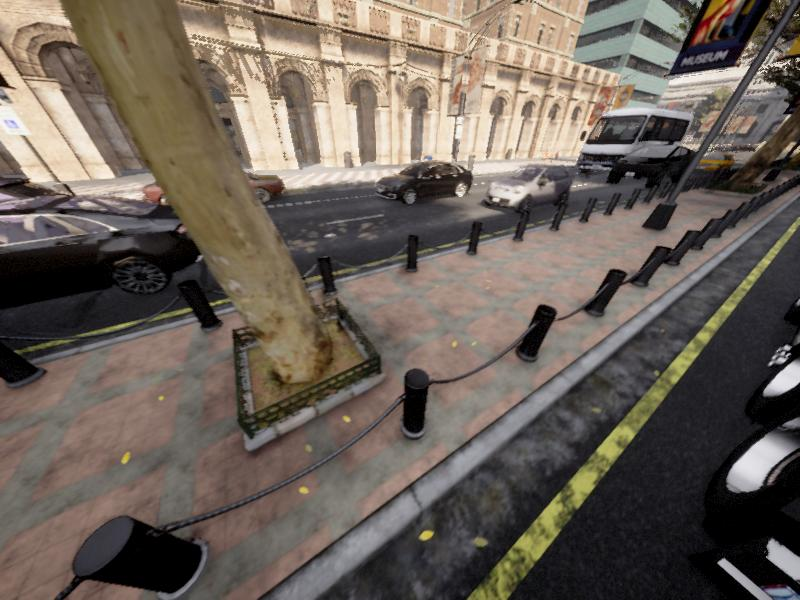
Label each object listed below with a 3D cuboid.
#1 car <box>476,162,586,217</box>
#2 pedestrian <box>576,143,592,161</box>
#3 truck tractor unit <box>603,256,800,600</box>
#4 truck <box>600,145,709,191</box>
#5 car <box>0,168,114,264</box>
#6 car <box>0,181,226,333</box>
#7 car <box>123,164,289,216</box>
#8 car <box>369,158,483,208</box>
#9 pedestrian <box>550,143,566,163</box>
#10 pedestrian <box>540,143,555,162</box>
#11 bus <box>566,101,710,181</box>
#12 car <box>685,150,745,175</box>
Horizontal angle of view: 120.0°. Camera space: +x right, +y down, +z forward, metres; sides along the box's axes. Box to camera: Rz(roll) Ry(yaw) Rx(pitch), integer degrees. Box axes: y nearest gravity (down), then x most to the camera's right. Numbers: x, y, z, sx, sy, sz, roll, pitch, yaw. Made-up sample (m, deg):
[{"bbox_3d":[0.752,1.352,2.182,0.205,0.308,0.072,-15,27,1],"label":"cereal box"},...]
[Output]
[{"bbox_3d":[5.172,-4.550,9.268,3.633,1.501,1.845,-19,39,-25],"label":"car"},{"bbox_3d":[22.941,-18.425,28.792,0.751,1.860,0.751,-23,41,-29],"label":"pedestrian"},{"bbox_3d":[5.098,-0.312,0.804,6.516,4.208,3.053,-19,39,-25],"label":"truck tractor unit"},{"bbox_3d":[15.924,-8.434,14.454,6.274,2.098,2.390,-19,39,-25],"label":"truck"},{"bbox_3d":[-10.337,-1.655,4.880,4.856,1.649,2.033,-18,39,-25],"label":"car"},{"bbox_3d":[-6.019,-0.744,3.701,4.902,1.511,2.128,-19,39,-25],"label":"car"},{"bbox_3d":[-7.443,-4.671,9.525,4.718,1.301,1.895,-19,39,-25],"label":"car"},{"bbox_3d":[1.240,-5.533,10.676,4.892,1.490,1.837,-19,39,-25],"label":"car"},{"bbox_3d":[18.282,-17.042,26.761,0.751,1.860,0.751,-17,38,-23],"label":"pedestrian"},{"bbox_3d":[17.883,-17.925,28.028,0.751,1.860,0.751,-11,36,-16],"label":"pedestrian"},{"bbox_3d":[19.078,-12.625,18.626,10.273,4.253,3.944,-19,39,-25],"label":"bus"},{"bbox_3d":[28.266,-12.415,20.742,5.366,1.575,1.801,-19,39,-25],"label":"car"}]
